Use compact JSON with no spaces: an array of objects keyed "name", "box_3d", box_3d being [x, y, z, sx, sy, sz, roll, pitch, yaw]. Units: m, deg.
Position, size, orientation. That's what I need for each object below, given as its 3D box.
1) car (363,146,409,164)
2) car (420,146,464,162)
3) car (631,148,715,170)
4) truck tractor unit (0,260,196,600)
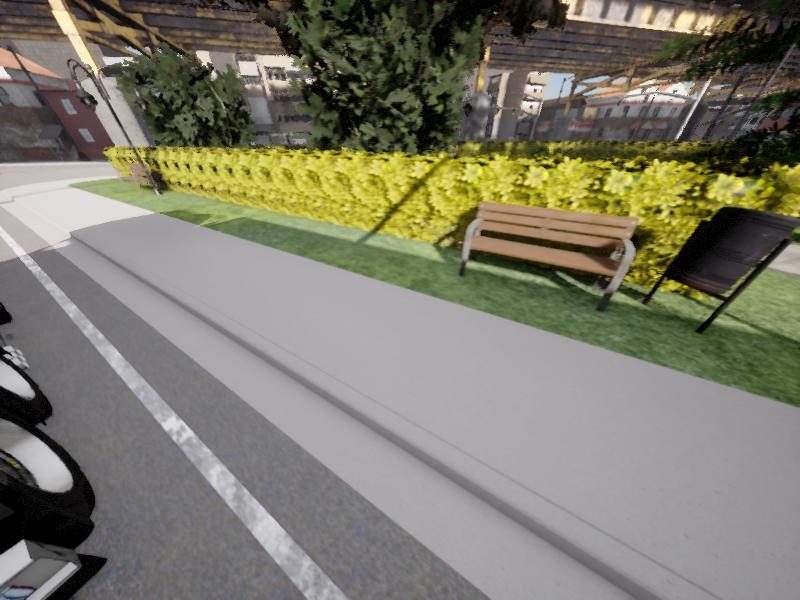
[{"name":"car","box_3d":[-1.684,-17.242,27.422,5.027,1.651,2.152,-9,36,-12]},{"name":"car","box_3d":[5.184,-18.239,28.881,4.974,1.542,2.038,-8,36,-12]},{"name":"car","box_3d":[24.896,-13.102,21.402,1.812,1.442,4.674,-8,36,-11]},{"name":"truck tractor unit","box_3d":[-5.109,-0.301,0.794,6.516,4.208,3.053,18,39,25]}]
